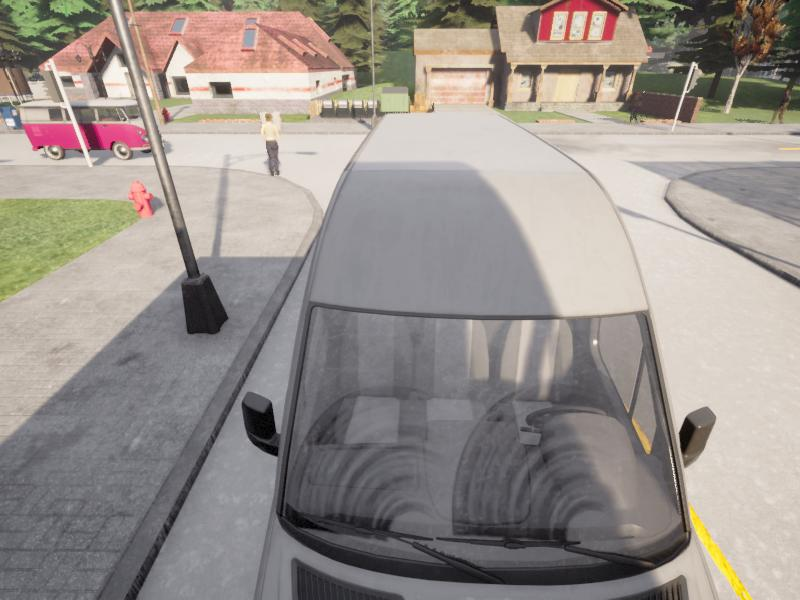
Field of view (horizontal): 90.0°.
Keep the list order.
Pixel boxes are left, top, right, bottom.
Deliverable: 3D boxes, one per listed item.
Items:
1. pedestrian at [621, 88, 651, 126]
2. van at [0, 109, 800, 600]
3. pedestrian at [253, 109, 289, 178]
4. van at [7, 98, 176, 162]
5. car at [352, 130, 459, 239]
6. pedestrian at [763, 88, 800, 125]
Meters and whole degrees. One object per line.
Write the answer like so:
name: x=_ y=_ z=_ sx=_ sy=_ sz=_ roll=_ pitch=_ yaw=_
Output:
pedestrian: x=13.349 y=-10.949 z=22.675 sx=0.751 sy=1.860 sz=0.751 roll=-1 pitch=30 yaw=-2
van: x=0.416 y=0.049 z=3.431 sx=1.988 sy=2.561 sz=5.915 roll=1 pitch=30 yaw=2
pedestrian: x=-3.988 y=-4.875 z=12.476 sx=0.751 sy=1.860 sz=0.751 roll=-7 pitch=31 yaw=-11
van: x=-11.360 y=-6.437 z=15.075 sx=4.442 sy=1.987 sz=1.775 roll=0 pitch=30 yaw=0
car: x=-0.063 y=-2.918 z=9.477 sx=1.789 sy=1.549 sz=3.705 roll=-5 pitch=31 yaw=-8
pedestrian: x=21.695 y=-10.946 z=22.669 sx=0.751 sy=1.860 sz=0.751 roll=0 pitch=30 yaw=0
